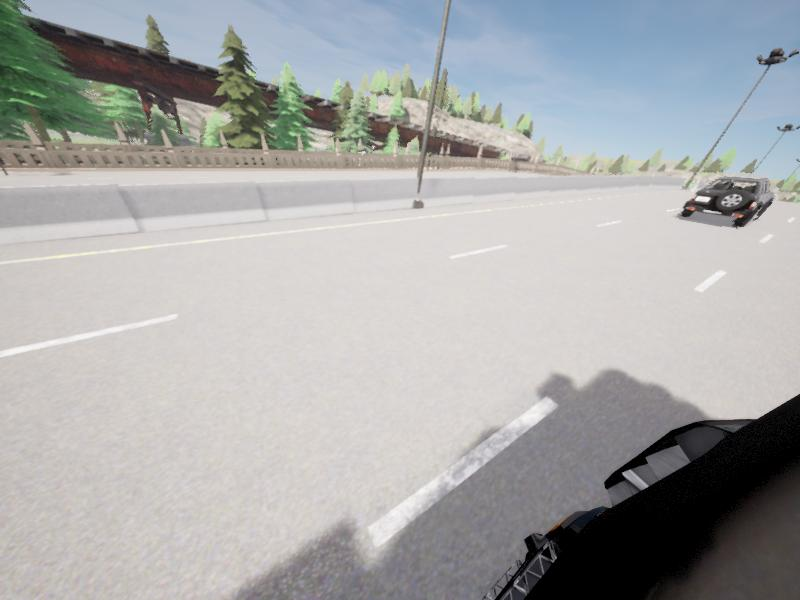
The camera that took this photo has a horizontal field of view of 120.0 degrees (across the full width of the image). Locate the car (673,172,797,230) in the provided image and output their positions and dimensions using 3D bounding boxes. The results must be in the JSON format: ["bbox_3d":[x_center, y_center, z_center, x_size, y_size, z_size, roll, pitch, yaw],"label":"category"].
[{"bbox_3d":[15.008,-4.601,10.393,4.605,1.855,1.932,-16,38,-26],"label":"car"}]

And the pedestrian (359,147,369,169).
[{"bbox_3d":[-3.873,-15.249,24.787,0.751,1.860,0.751,-10,35,-30],"label":"pedestrian"}]
